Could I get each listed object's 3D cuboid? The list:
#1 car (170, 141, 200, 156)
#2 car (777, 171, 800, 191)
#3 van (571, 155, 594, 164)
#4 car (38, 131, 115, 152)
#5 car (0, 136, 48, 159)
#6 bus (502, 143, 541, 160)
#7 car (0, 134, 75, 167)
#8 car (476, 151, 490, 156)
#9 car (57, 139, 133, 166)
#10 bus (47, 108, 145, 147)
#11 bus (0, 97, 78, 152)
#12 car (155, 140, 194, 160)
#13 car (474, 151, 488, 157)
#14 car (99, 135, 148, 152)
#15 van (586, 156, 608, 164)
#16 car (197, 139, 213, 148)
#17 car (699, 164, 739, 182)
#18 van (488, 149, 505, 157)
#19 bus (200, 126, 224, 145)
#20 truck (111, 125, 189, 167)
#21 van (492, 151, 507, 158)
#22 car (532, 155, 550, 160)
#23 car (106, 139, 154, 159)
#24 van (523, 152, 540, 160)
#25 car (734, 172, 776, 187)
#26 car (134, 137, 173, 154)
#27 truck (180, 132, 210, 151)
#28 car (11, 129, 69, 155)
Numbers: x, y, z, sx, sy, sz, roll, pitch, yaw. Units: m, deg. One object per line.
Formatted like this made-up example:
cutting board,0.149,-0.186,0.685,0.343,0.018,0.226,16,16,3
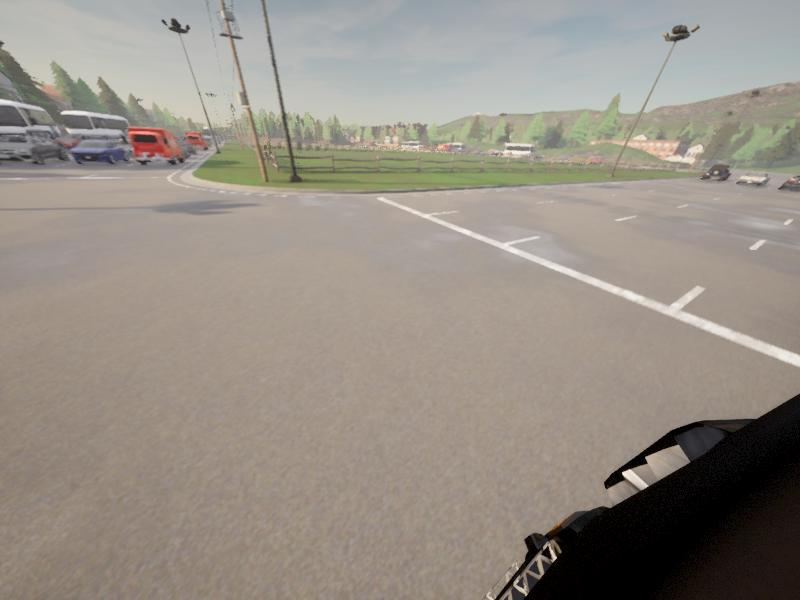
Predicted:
car,-27.378,-19.420,29.564,1.994,1.385,4.181,-16,38,-26
car,43.002,-12.576,24.505,4.611,1.667,2.242,-16,38,-26
van,52.080,-40.207,66.166,1.775,1.987,4.442,-16,38,-26
car,-36.871,-18.151,26.610,2.242,1.667,4.611,2,33,-3
car,-31.915,-12.433,18.783,1.994,1.385,4.181,-16,38,-26
bus,40.019,-49.278,76.732,3.944,4.253,10.273,-16,38,-26
car,-25.970,-10.441,16.042,2.152,1.651,5.027,-16,38,-26
car,33.149,-58.469,92.400,1.837,1.490,4.892,-16,38,-26
car,-23.125,-11.451,17.843,1.882,1.535,5.008,-16,38,-26
bus,-46.865,-26.837,36.516,3.944,4.253,10.273,-9,35,-17
bus,-40.805,-18.851,25.079,3.944,4.253,10.273,-23,42,-33
car,-23.862,-16.026,24.626,2.007,1.525,4.514,-16,38,-26
car,31.334,-56.433,89.192,2.242,1.667,4.611,-16,38,-26
car,-36.044,-20.540,30.303,2.242,1.667,4.611,-11,36,-20
van,60.803,-43.159,71.246,1.775,1.987,4.442,-16,38,-26
car,-41.633,-33.474,49.439,1.994,1.385,4.181,-16,38,-26
car,42.991,-17.160,31.150,3.866,1.878,1.905,-16,38,-26
van,37.896,-58.124,91.281,1.988,2.561,5.915,-16,38,-26
bus,-56.977,-49.989,70.315,3.944,4.253,10.273,-16,38,-26
truck,-19.854,-12.475,18.810,2.627,2.467,5.204,-16,37,-26
van,37.256,-54.694,86.604,2.069,2.038,4.480,-16,38,-26
car,49.476,-50.168,81.292,2.163,1.488,4.792,-16,38,-26
car,-27.024,-15.266,23.293,1.970,1.475,3.806,-16,38,-26
van,45.815,-50.163,80.501,2.069,2.038,4.480,-16,38,-26
car,43.188,-14.725,28.066,4.718,1.301,1.895,-16,38,-26
car,-31.967,-20.226,30.140,2.242,1.667,4.611,-16,38,-26
truck,-34.249,-26.679,38.862,2.627,2.467,5.204,-16,39,-26
car,-35.221,-15.585,22.762,1.905,1.878,3.866,-25,43,-35
